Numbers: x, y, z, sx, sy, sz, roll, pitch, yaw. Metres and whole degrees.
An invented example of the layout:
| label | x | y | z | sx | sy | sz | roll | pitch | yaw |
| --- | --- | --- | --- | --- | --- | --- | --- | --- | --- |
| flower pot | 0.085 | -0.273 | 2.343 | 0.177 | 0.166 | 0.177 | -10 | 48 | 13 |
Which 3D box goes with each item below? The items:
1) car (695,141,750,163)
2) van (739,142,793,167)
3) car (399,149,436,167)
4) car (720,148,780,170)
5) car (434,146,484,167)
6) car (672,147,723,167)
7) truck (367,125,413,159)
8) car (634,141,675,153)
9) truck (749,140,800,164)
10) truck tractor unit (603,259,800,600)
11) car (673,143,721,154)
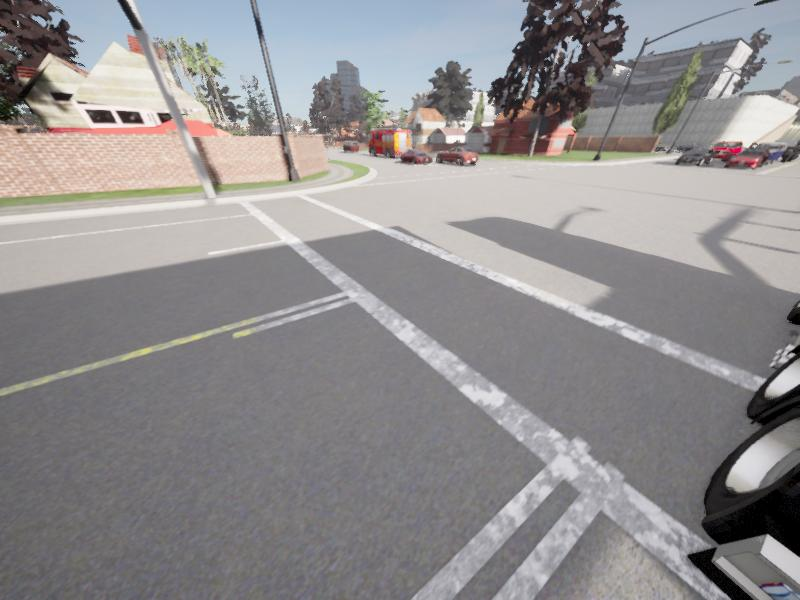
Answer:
| label | x | y | z | sx | sy | sz | roll | pitch | yaw |
| --- | --- | --- | --- | --- | --- | --- | --- | --- | --- |
| car | 37.908 | -17.482 | 27.175 | 5.566 | 2.045 | 2.150 | -19 | 39 | -24 |
| van | 37.672 | -15.080 | 23.797 | 4.442 | 1.987 | 1.775 | -19 | 39 | -25 |
| car | 1.779 | -15.773 | 25.513 | 1.994 | 1.385 | 4.181 | -20 | 39 | -25 |
| car | 32.418 | -13.105 | 21.398 | 4.514 | 1.525 | 2.007 | -19 | 39 | -24 |
| car | 6.211 | -15.598 | 25.028 | 2.152 | 1.651 | 5.027 | -20 | 40 | -25 |
| car | 30.837 | -14.882 | 23.978 | 4.892 | 1.490 | 1.837 | -19 | 39 | -25 |
| truck | -1.740 | -23.738 | 34.788 | 2.891 | 3.827 | 8.468 | -20 | 39 | -25 |
| car | 48.969 | -29.562 | 44.549 | 1.932 | 1.855 | 4.605 | -19 | 40 | -25 |
| truck | 44.072 | -17.243 | 26.757 | 6.274 | 2.098 | 2.390 | -18 | 39 | -24 |
| truck tractor unit | 5.098 | -0.313 | 0.796 | 6.516 | 4.208 | 3.053 | -19 | 39 | -24 |
| car | 54.578 | -27.953 | 42.542 | 2.128 | 1.511 | 4.902 | -19 | 39 | -25 |
